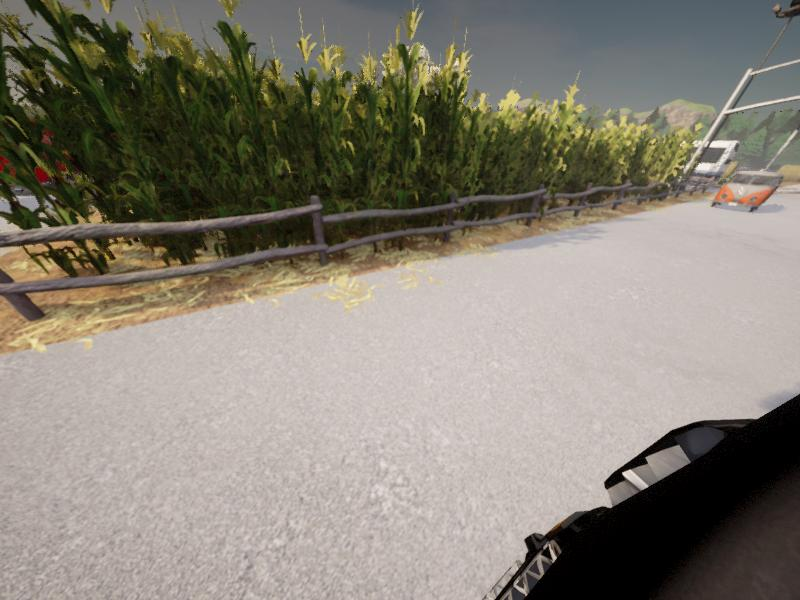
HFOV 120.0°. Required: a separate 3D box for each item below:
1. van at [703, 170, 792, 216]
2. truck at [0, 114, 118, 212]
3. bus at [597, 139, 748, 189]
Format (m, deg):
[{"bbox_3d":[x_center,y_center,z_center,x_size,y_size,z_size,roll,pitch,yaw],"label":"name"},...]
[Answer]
[{"bbox_3d":[20.224,-6.342,13.444,4.442,1.987,1.775,-17,38,-28],"label":"van"},{"bbox_3d":[-13.546,-5.015,8.213,2.627,2.467,5.204,-17,38,-27],"label":"truck"},{"bbox_3d":[31.306,-16.438,27.568,3.944,4.253,10.273,-16,38,-27],"label":"bus"}]
